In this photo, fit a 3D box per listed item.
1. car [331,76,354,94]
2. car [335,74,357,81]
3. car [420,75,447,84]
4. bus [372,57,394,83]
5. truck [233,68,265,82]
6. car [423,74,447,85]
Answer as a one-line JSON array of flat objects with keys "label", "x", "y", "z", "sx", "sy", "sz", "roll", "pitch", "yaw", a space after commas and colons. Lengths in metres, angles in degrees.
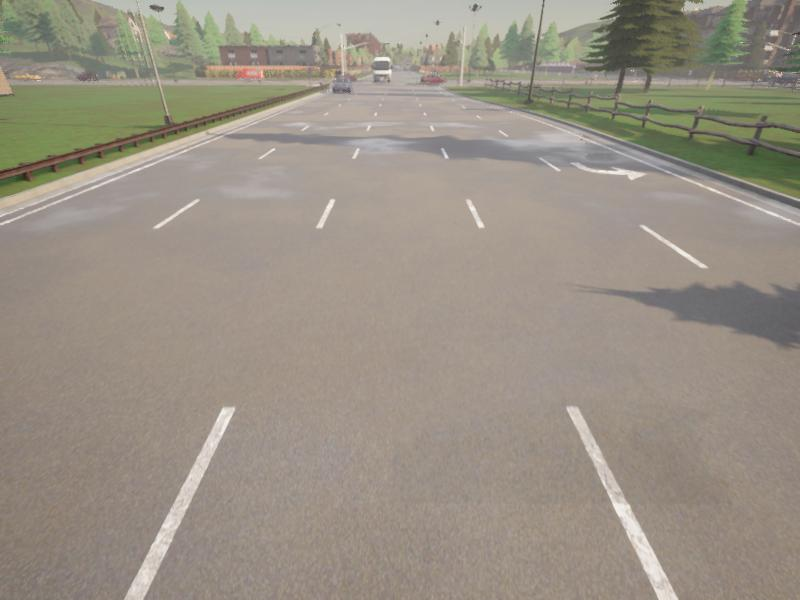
[{"label": "car", "x": -6.955, "y": -26.179, "z": 48.725, "sx": 2.097, "sy": 1.767, "sz": 4.553, "roll": 0, "pitch": 31, "yaw": 0}, {"label": "car", "x": -11.681, "y": -48.529, "z": 87.173, "sx": 4.181, "sy": 1.385, "sz": 1.994, "roll": -17, "pitch": 34, "yaw": -26}, {"label": "car", "x": 6.115, "y": -40.367, "z": 73.185, "sx": 4.792, "sy": 1.488, "sz": 2.163, "roll": 0, "pitch": 30, "yaw": 1}, {"label": "bus", "x": -3.319, "y": -45.852, "z": 79.786, "sx": 3.944, "sy": 4.253, "sz": 10.273, "roll": 0, "pitch": 30, "yaw": 0}, {"label": "truck", "x": -30.225, "y": -45.055, "z": 80.167, "sx": 5.204, "sy": 2.467, "sz": 2.627, "roll": 0, "pitch": 30, "yaw": 1}, {"label": "car", "x": 6.122, "y": -38.648, "z": 70.136, "sx": 3.988, "sy": 1.617, "sz": 1.851, "roll": 0, "pitch": 30, "yaw": 1}]
